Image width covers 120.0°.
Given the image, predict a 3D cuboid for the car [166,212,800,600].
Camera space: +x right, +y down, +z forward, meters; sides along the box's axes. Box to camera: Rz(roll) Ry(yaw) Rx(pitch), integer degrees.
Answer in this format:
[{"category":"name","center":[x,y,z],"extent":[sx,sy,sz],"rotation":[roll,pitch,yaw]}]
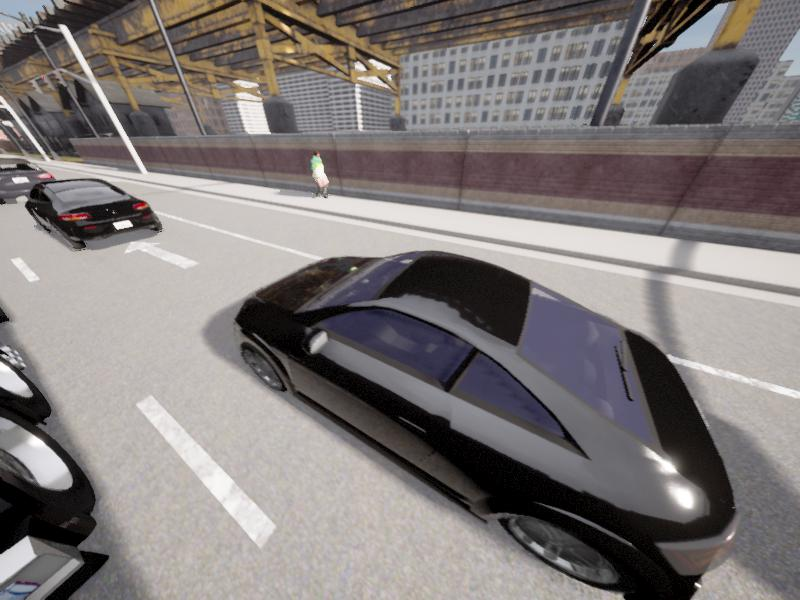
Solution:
[{"category":"car","center":[0.158,0.298,2.370],"extent":[4.181,1.385,1.994],"rotation":[18,39,24]}]

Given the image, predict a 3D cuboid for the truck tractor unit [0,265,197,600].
[{"category":"truck tractor unit","center":[-5.112,-0.300,0.775],"extent":[6.516,4.208,3.053],"rotation":[18,39,24]}]

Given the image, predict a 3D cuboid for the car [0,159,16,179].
[{"category":"car","center":[-32.000,-10.101,17.465],"extent":[4.902,1.511,2.128],"rotation":[18,39,24]}]

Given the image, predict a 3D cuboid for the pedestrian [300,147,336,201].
[{"category":"pedestrian","center":[-3.337,-5.202,9.560],"extent":[0.751,1.860,0.751],"rotation":[18,39,24]}]

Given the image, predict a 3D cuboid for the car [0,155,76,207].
[{"category":"car","center":[-18.617,-5.863,11.120],"extent":[4.611,1.667,2.242],"rotation":[18,39,24]}]

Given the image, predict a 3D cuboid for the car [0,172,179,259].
[{"category":"car","center":[-8.924,-2.654,6.624],"extent":[4.674,1.442,1.812],"rotation":[18,39,24]}]
